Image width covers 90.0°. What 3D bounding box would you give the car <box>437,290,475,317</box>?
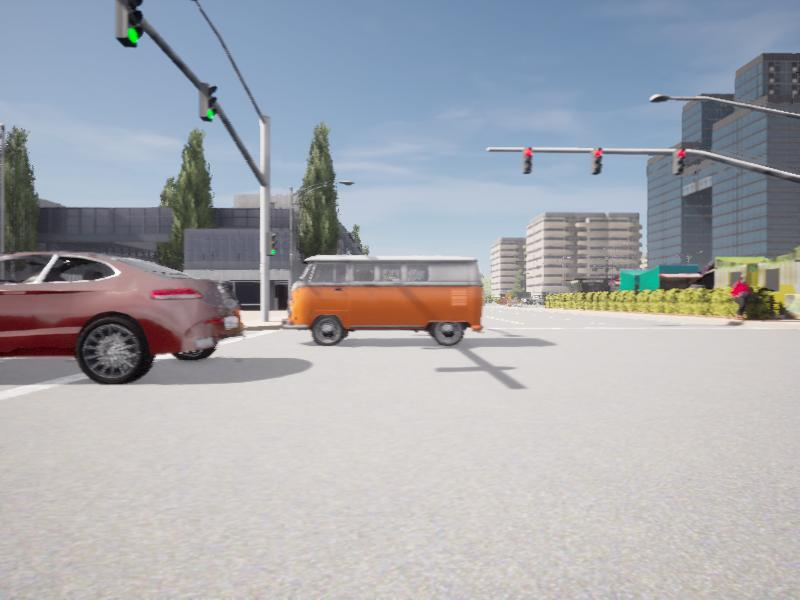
[{"bbox_3d":[3.458,0.201,25.668,1.801,1.575,5.366,0,0,1],"label":"car"}]

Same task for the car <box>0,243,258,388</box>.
[{"bbox_3d":[-4.878,0.176,5.604,5.027,1.651,2.152,0,0,-1],"label":"car"}]

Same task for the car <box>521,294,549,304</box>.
[{"bbox_3d":[25.297,-0.095,75.129,4.605,1.855,1.932,0,0,-1],"label":"car"}]

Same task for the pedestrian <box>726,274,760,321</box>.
[{"bbox_3d":[13.970,-0.109,16.328,0.751,1.860,0.751,0,0,5],"label":"pedestrian"}]

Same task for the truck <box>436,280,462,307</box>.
[{"bbox_3d":[7.392,-0.922,61.439,2.891,3.827,8.468,0,0,0],"label":"truck"}]

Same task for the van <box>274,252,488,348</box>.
[{"bbox_3d":[-0.402,-0.004,9.198,4.442,1.987,1.775,0,0,-1],"label":"van"}]

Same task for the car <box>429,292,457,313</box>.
[{"bbox_3d":[3.516,0.200,33.330,1.801,1.575,5.366,0,0,1],"label":"car"}]

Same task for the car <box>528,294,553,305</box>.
[{"bbox_3d":[25.282,-0.092,72.235,3.866,1.878,1.905,0,0,-1],"label":"car"}]

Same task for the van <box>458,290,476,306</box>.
[{"bbox_3d":[10.924,-0.277,65.492,1.988,2.561,5.915,0,0,0],"label":"van"}]

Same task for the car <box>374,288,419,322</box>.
[{"bbox_3d":[-0.114,0.226,20.263,2.007,1.525,4.514,0,0,1],"label":"car"}]

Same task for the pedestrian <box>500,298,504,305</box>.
[{"bbox_3d":[16.051,0.274,62.945,0.500,1.100,0.500,0,0,19],"label":"pedestrian"}]

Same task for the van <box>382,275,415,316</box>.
[{"bbox_3d":[-0.055,-0.280,27.671,1.988,2.561,5.915,0,0,1],"label":"van"}]
